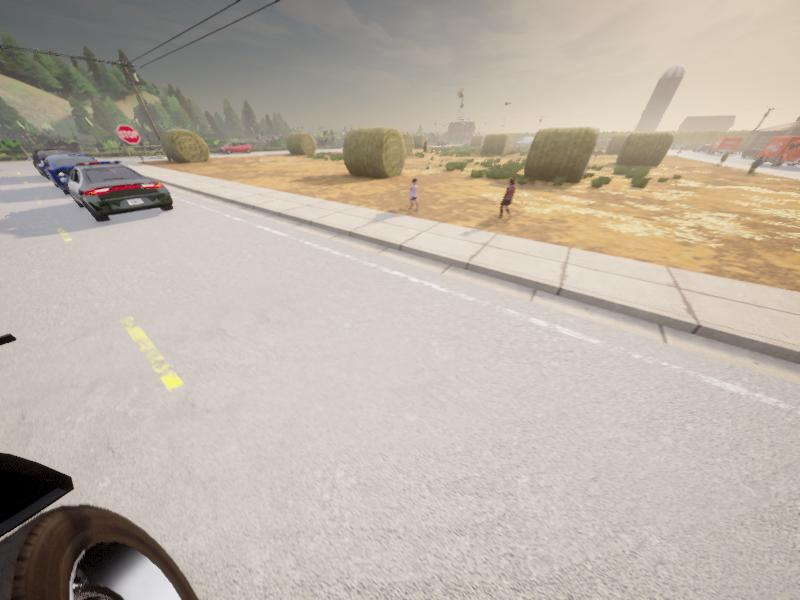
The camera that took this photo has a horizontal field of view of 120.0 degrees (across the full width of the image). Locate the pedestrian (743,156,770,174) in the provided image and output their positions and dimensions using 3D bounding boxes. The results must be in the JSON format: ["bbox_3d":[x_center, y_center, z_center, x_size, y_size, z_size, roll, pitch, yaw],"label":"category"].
[{"bbox_3d":[25.435,-9.645,16.505,0.500,1.100,0.500,29,44,34],"label":"pedestrian"}]

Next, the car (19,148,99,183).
[{"bbox_3d":[-21.538,-8.598,14.596,4.514,1.525,2.007,22,41,28],"label":"car"}]

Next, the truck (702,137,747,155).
[{"bbox_3d":[57.155,-27.290,40.923,2.627,2.467,5.204,21,40,27],"label":"truck"}]

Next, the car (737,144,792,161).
[{"bbox_3d":[49.162,-20.071,31.355,2.152,1.651,5.027,21,40,27],"label":"car"}]

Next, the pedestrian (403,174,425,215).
[{"bbox_3d":[0.433,-3.441,7.516,0.500,1.100,0.500,-18,39,-24],"label":"pedestrian"}]

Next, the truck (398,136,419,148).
[{"bbox_3d":[2.175,-40.045,58.533,2.627,2.467,5.204,24,42,30],"label":"truck"}]

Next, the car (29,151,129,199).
[{"bbox_3d":[-15.844,-6.306,11.384,5.008,1.535,1.882,22,41,28],"label":"car"}]

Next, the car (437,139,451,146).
[{"bbox_3d":[13.471,-48.196,70.788,2.097,1.767,4.553,24,42,30],"label":"car"}]

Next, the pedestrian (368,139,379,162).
[{"bbox_3d":[-2.585,-14.594,22.618,0.751,1.860,0.751,-18,39,-24],"label":"pedestrian"}]

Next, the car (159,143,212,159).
[{"bbox_3d":[-26.284,-18.403,28.450,1.816,1.474,4.193,24,42,30],"label":"car"}]

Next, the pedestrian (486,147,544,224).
[{"bbox_3d":[3.205,-3.269,6.626,0.751,1.860,0.751,-12,37,-17],"label":"pedestrian"}]

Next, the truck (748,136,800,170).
[{"bbox_3d":[37.656,-14.200,22.132,2.627,2.467,5.204,21,41,27],"label":"truck"}]

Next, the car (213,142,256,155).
[{"bbox_3d":[-24.769,-22.864,34.747,2.007,1.525,4.514,24,42,30],"label":"car"}]

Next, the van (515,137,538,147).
[{"bbox_3d":[41.299,-51.809,75.527,5.915,2.561,1.988,22,41,28],"label":"van"}]

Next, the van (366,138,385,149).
[{"bbox_3d":[-5.743,-37.250,54.920,1.775,1.987,4.442,24,42,30],"label":"van"}]

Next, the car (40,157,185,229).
[{"bbox_3d":[-10.271,-4.050,8.238,4.974,1.542,2.038,22,41,28],"label":"car"}]
